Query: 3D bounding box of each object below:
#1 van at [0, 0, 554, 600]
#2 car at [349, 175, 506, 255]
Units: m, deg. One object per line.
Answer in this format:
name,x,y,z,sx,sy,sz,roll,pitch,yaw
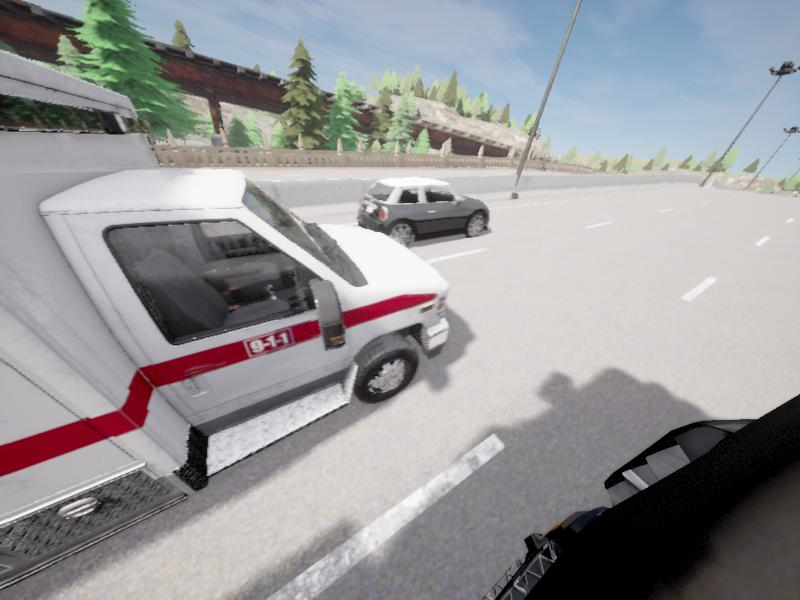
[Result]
van,-2.587,0.158,1.321,6.366,2.431,2.351,-16,38,-26
car,0.763,-2.648,6.655,3.806,1.475,1.970,-16,38,-26
